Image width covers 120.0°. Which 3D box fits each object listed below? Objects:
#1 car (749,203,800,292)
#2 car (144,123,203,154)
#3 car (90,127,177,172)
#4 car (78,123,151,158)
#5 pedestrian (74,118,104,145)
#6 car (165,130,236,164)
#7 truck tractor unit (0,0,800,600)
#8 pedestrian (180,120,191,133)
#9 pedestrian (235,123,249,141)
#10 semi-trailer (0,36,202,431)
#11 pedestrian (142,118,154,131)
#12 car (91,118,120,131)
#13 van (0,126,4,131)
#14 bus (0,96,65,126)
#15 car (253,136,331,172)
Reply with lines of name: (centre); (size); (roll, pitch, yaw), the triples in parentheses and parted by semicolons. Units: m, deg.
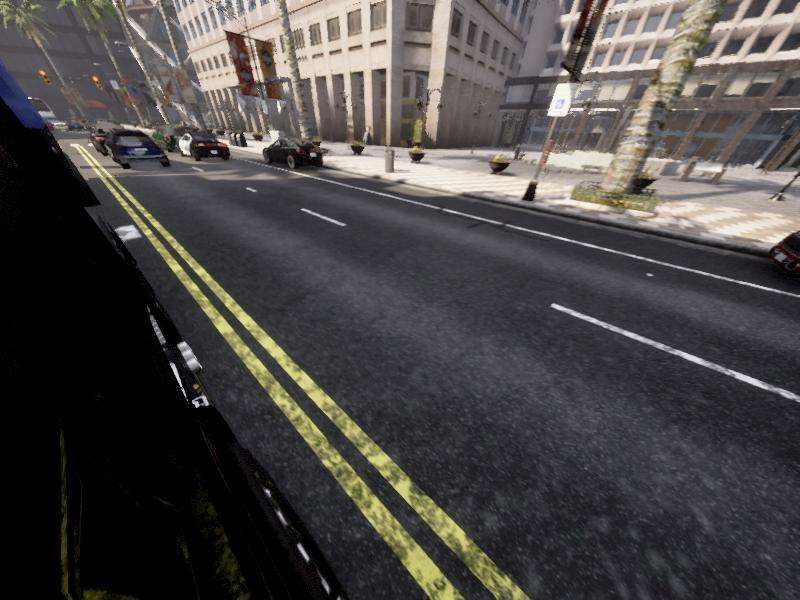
car: (9.901, -0.489, 3.485); (4.553, 1.767, 2.185); (28, 43, 30)
car: (-18.365, -13.135, 18.725); (4.553, 1.767, 2.097); (28, 43, 30)
car: (-14.498, -8.283, 12.559); (4.856, 1.649, 2.033); (28, 43, 30)
car: (-19.718, -11.084, 15.968); (4.611, 1.667, 2.242); (28, 43, 30)
pedestrian: (-27.135, -14.706, 20.178); (0.751, 1.860, 0.751); (31, 45, 33)
car: (-13.579, -10.476, 15.666); (4.974, 1.542, 2.038); (28, 43, 30)
truck tractor unit: (-2.645, -0.295, 0.351); (6.516, 4.208, 3.053); (28, 44, 30)
pedestrian: (-37.713, -30.539, 40.637); (0.751, 1.860, 0.751); (32, 45, 33)
pedestrian: (-19.840, -21.037, 28.960); (0.751, 1.860, 0.751); (32, 45, 33)
semi-trailer: (-8.728, -3.572, 4.217); (14.254, 4.402, 2.717); (28, 43, 30)
pedestrian: (-46.291, -32.286, 42.437); (0.751, 1.860, 0.751); (-24, 44, -31)
car: (-51.575, -30.767, 40.493); (4.611, 1.667, 2.242); (28, 43, 30)
van: (-52.400, -21.764, 27.962); (2.069, 2.038, 4.480); (-12, 39, -22)
bus: (-74.662, -37.069, 45.330); (10.273, 4.253, 3.944); (6, 36, 4)
car: (-6.836, -9.340, 14.616); (4.792, 1.488, 2.163); (28, 43, 30)
